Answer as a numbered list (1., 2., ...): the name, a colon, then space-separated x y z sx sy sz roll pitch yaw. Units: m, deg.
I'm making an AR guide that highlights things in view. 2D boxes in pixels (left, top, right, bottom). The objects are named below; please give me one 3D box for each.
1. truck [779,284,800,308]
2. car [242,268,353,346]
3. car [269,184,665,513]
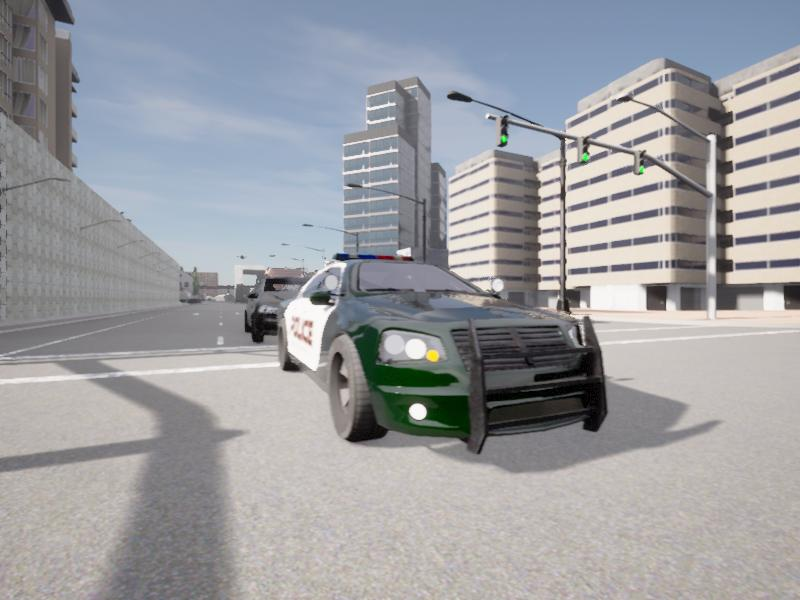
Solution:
1. truck: 65.612 -0.615 62.737 2.891 3.827 8.468 0 -1 -26
2. car: -3.080 0.156 11.105 2.242 1.667 4.611 0 0 -24
3. car: -0.156 0.225 4.557 2.038 1.542 4.974 0 0 -24
